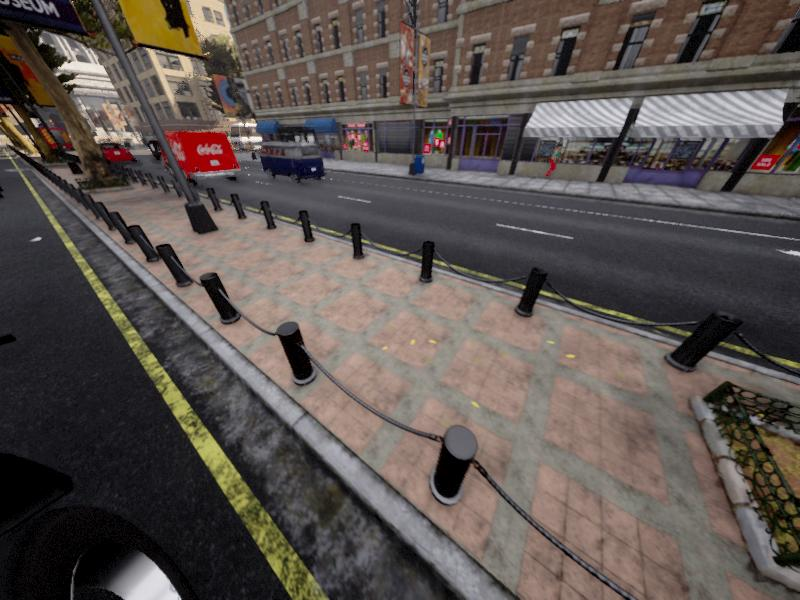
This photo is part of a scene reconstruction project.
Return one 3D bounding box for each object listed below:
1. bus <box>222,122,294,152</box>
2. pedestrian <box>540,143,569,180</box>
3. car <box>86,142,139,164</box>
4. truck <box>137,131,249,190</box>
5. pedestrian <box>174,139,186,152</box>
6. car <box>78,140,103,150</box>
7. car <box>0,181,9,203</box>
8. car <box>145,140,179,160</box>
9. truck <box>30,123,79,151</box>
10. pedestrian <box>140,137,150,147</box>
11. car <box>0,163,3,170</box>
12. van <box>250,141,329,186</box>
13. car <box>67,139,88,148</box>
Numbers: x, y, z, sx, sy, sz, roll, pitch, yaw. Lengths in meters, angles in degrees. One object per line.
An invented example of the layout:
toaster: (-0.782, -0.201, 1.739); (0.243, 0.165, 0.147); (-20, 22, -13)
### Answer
bus: (-26.432, -31.014, 44.017); (3.944, 4.253, 10.273); (21, 40, 27)
pedestrian: (9.206, -8.284, 13.817); (0.751, 1.860, 0.751); (25, 42, 30)
car: (-29.204, -14.963, 23.457); (4.611, 1.667, 2.242); (22, 41, 28)
truck: (-11.880, -8.235, 13.367); (5.204, 2.467, 2.627); (23, 41, 28)
pedestrian: (-37.849, -26.612, 39.711); (0.751, 1.860, 0.751); (25, 42, 31)
car: (-58.475, -29.337, 43.676); (3.988, 1.617, 1.851); (22, 41, 28)
car: (-18.776, -5.043, 9.591); (4.974, 1.542, 2.038); (22, 41, 28)
car: (-27.759, -17.651, 27.092); (1.905, 1.878, 3.866); (-23, 41, -29)
truck: (-62.959, -29.613, 42.106); (8.468, 3.827, 2.891); (22, 41, 28)
pedestrian: (-59.053, -36.626, 53.488); (0.751, 1.860, 0.751); (24, 41, 30)
car: (-34.116, -11.247, 18.386); (5.357, 1.411, 2.033); (22, 41, 28)
van: (-6.681, -8.382, 14.027); (4.442, 1.987, 1.775); (22, 41, 28)
car: (-71.871, -34.892, 51.422); (5.238, 1.638, 1.930); (24, 42, 30)
